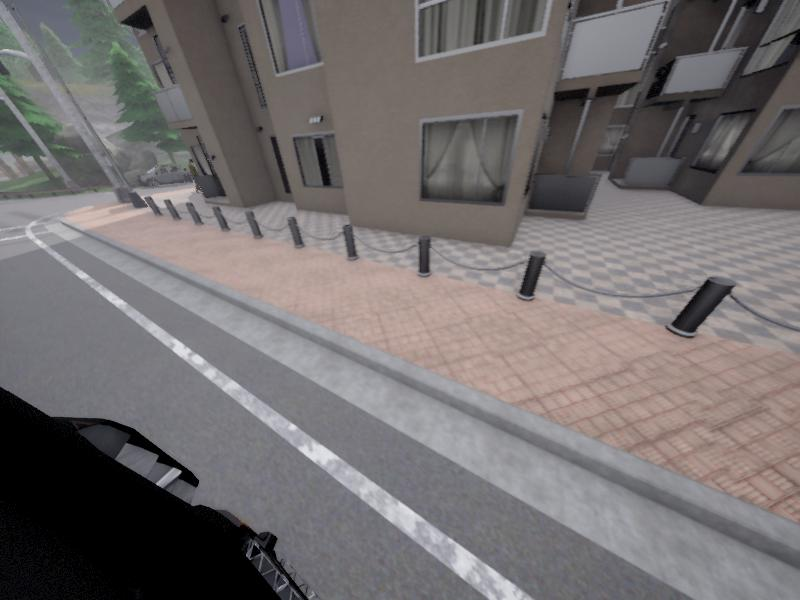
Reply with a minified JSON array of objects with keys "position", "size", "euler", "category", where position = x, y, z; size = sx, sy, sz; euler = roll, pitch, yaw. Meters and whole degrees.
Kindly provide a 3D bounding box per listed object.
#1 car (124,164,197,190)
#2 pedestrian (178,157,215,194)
[{"position":[-20.122,-10.536,19.631],"size":[1.845,1.501,3.633],"euler":[15,38,25],"category":"car"},{"position":[-12.202,-7.491,13.897],"size":[0.751,1.860,0.751],"euler":[15,38,24],"category":"pedestrian"}]
